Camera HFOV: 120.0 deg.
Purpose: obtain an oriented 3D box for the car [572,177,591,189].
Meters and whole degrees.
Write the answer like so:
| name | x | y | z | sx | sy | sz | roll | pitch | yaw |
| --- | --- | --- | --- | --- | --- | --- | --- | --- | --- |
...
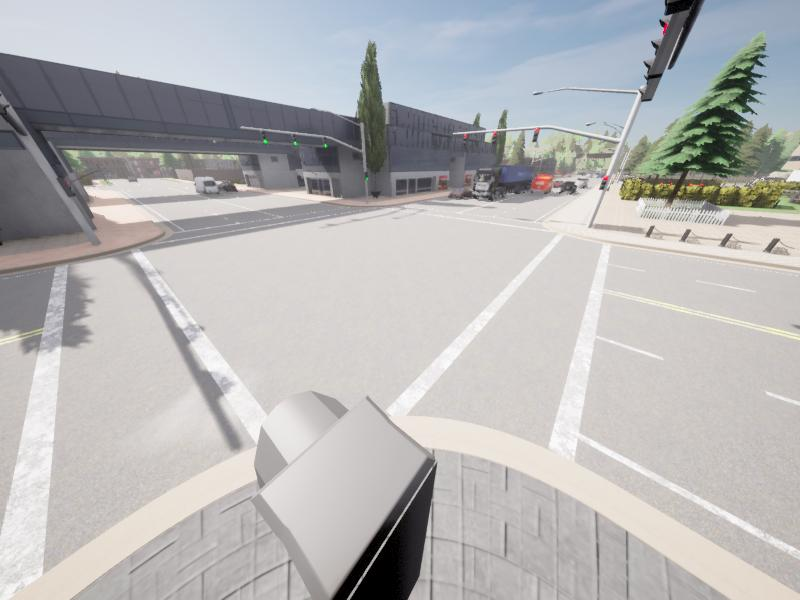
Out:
| name | x | y | z | sx | sy | sz | roll | pitch | yaw |
| --- | --- | --- | --- | --- | --- | --- | --- | --- | --- |
| car | 39.833 | -25.814 | 50.668 | 2.150 | 2.045 | 5.566 | 23 | 37 | 34 |

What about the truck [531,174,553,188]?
| name | x | y | z | sx | sy | sz | roll | pitch | yaw |
| --- | --- | --- | --- | --- | --- | --- | --- | --- | --- |
| truck | 31.631 | -26.562 | 51.529 | 2.627 | 2.467 | 5.204 | 23 | 37 | 34 |

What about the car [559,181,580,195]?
| name | x | y | z | sx | sy | sz | roll | pitch | yaw |
| --- | --- | --- | --- | --- | --- | --- | --- | --- | --- |
| car | 28.904 | -19.236 | 39.431 | 1.905 | 1.878 | 3.866 | 23 | 37 | 34 |

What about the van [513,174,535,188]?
| name | x | y | z | sx | sy | sz | roll | pitch | yaw |
| --- | --- | --- | --- | --- | --- | --- | --- | --- | --- |
| van | 28.450 | -27.367 | 52.979 | 2.351 | 2.431 | 6.366 | 23 | 37 | 34 |

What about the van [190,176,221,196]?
| name | x | y | z | sx | sy | sz | roll | pitch | yaw |
| --- | --- | --- | --- | --- | --- | --- | --- | --- | --- |
| van | -32.023 | -18.785 | 38.003 | 5.915 | 2.561 | 1.988 | 23 | 37 | 34 |

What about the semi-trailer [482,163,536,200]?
| name | x | y | z | sx | sy | sz | roll | pitch | yaw |
| --- | --- | --- | --- | --- | --- | --- | --- | --- | --- |
| semi-trailer | 17.579 | -19.036 | 36.560 | 2.717 | 4.402 | 14.254 | 23 | 37 | 34 |

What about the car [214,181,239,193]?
| name | x | y | z | sx | sy | sz | roll | pitch | yaw |
| --- | --- | --- | --- | --- | --- | --- | --- | --- | --- |
| car | -31.349 | -20.401 | 41.701 | 5.238 | 1.638 | 1.930 | 23 | 37 | 34 |

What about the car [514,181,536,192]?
| name | x | y | z | sx | sy | sz | roll | pitch | yaw |
| --- | --- | --- | --- | --- | --- | --- | --- | --- | --- |
| car | 23.548 | -21.398 | 43.399 | 2.242 | 1.667 | 4.611 | 23 | 37 | 34 |

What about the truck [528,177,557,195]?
| name | x | y | z | sx | sy | sz | roll | pitch | yaw |
| --- | --- | --- | --- | --- | --- | --- | --- | --- | --- |
| truck | 24.279 | -19.457 | 39.236 | 2.627 | 2.467 | 5.204 | 23 | 37 | 34 |

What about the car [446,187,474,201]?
| name | x | y | z | sx | sy | sz | roll | pitch | yaw |
| --- | --- | --- | --- | --- | --- | --- | --- | --- | --- |
| car | 8.572 | -15.072 | 32.742 | 1.994 | 1.385 | 4.181 | 23 | 37 | 34 |

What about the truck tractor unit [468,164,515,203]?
| name | x | y | z | sx | sy | sz | roll | pitch | yaw |
| --- | --- | --- | --- | --- | --- | --- | --- | --- | --- |
| truck tractor unit | 12.492 | -15.919 | 31.361 | 3.053 | 4.208 | 6.516 | 23 | 37 | 34 |
